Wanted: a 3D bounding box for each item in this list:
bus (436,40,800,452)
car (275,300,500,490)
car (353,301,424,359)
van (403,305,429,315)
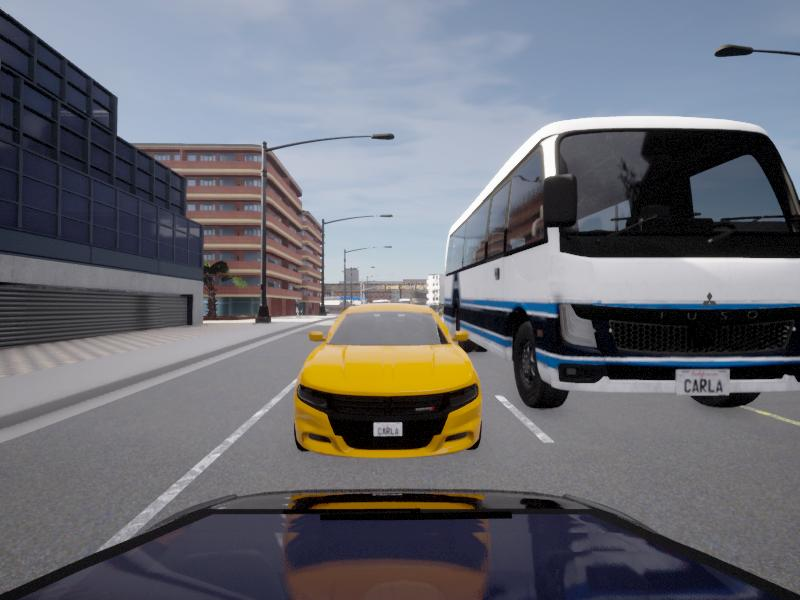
[{"bbox_3d":[3.384,-0.601,9.306,3.944,4.253,10.273,0,1,-1],"label":"bus"},{"bbox_3d":[-0.158,0.790,5.854,1.882,1.535,5.008,0,1,-1],"label":"car"},{"bbox_3d":[-0.325,0.768,12.619,1.812,1.442,4.674,0,1,-1],"label":"car"},{"bbox_3d":[4.005,2.377,99.678,6.366,2.431,2.351,0,-1,-2],"label":"van"}]
